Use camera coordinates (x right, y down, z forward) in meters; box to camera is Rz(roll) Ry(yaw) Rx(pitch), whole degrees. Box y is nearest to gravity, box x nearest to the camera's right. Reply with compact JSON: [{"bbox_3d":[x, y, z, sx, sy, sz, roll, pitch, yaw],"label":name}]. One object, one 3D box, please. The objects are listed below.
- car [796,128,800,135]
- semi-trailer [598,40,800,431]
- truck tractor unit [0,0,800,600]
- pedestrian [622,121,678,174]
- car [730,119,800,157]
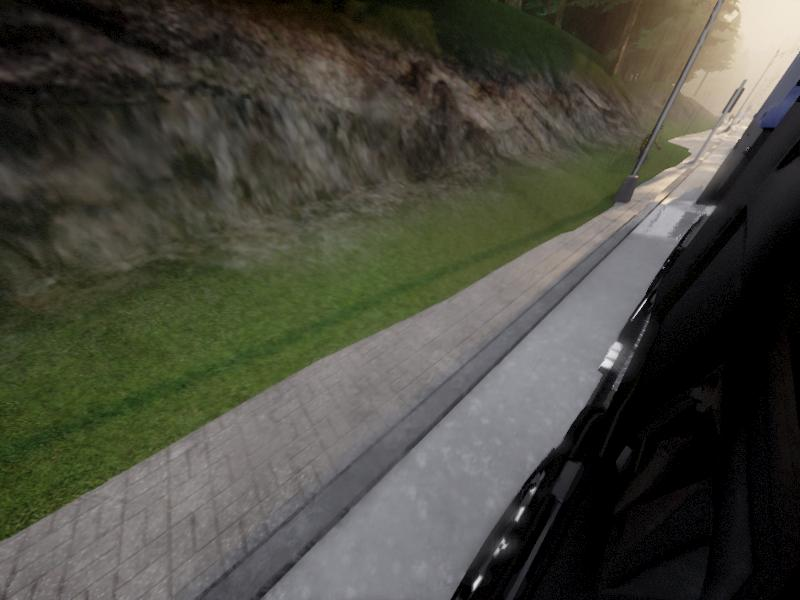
[{"bbox_3d":[44.816,-18.593,24.427,5.027,1.651,2.152,-28,44,-30],"label":"car"},{"bbox_3d":[8.694,-3.600,4.244,14.254,4.402,2.717,-28,44,-30],"label":"semi-trailer"},{"bbox_3d":[2.645,-0.295,0.351,6.516,4.208,3.053,-28,44,-30],"label":"truck tractor unit"},{"bbox_3d":[10.711,-6.549,9.999,0.751,1.860,0.751,10,38,16],"label":"pedestrian"},{"bbox_3d":[23.374,-10.315,14.628,4.611,1.667,2.242,-31,45,-32],"label":"car"}]
